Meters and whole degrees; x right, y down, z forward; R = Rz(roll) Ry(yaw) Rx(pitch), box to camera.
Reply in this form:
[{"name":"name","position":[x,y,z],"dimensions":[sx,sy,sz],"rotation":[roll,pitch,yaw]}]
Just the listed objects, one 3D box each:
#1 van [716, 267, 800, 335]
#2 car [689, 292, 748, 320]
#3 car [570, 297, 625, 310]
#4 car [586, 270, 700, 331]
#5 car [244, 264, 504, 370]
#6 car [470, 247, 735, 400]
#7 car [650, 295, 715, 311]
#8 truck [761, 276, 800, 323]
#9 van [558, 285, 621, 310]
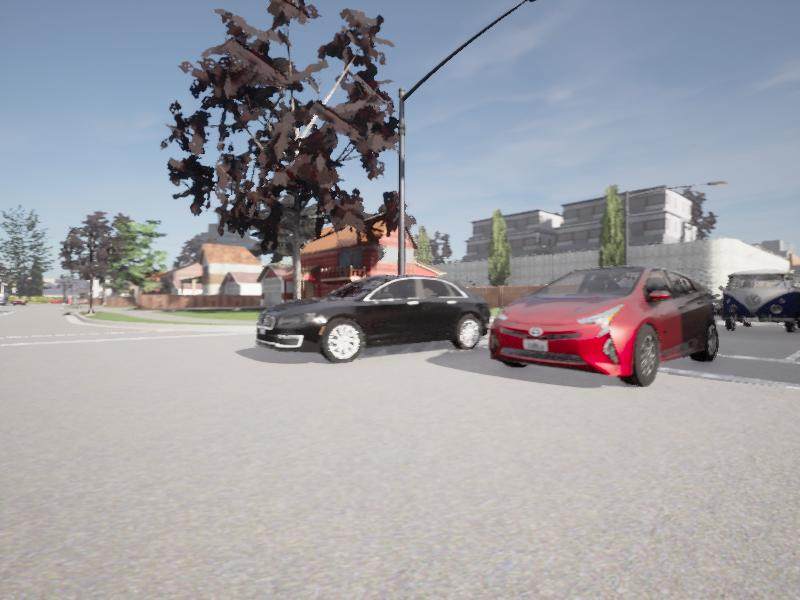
[{"name":"van","position":[12.559,0.029,13.723],"dimensions":[4.442,1.987,1.775],"rotation":[0,0,-39]},{"name":"car","position":[18.442,0.299,23.110],"dimensions":[3.806,1.475,1.970],"rotation":[0,0,-40]},{"name":"car","position":[22.920,0.372,46.629],"dimensions":[2.033,1.411,5.357],"rotation":[0,0,-40]},{"name":"car","position":[9.880,-0.005,16.028],"dimensions":[5.566,2.045,2.150],"rotation":[0,0,-39]},{"name":"car","position":[-0.251,0.255,7.841],"dimensions":[4.892,1.490,1.837],"rotation":[0,0,-38]},{"name":"car","position":[3.351,0.240,6.192],"dimensions":[4.514,1.525,2.007],"rotation":[0,0,-39]},{"name":"car","position":[28.274,0.311,40.170],"dimensions":[2.128,1.511,4.902],"rotation":[0,0,-39]},{"name":"truck","position":[20.240,-0.012,19.892],"dimensions":[6.274,2.098,2.390],"rotation":[0,0,-38]},{"name":"van","position":[20.669,-0.206,43.858],"dimensions":[1.988,2.561,5.915],"rotation":[0,0,-40]}]
